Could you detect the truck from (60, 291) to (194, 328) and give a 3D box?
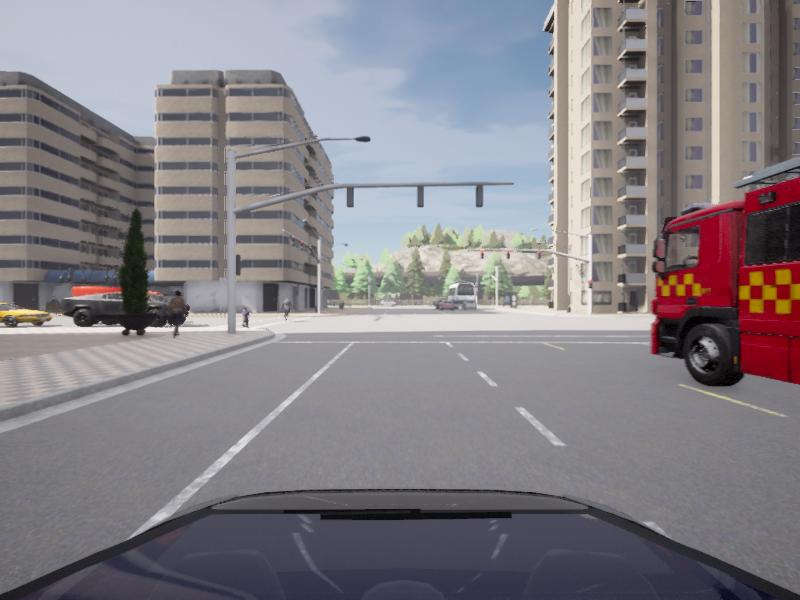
[{"bbox_3d":[-15.828,0.532,23.449,6.274,2.098,2.390,0,0,1],"label":"truck"}]

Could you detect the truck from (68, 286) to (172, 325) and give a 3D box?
[{"bbox_3d":[-18.732,0.345,26.993,5.204,2.467,2.627,0,0,1],"label":"truck"}]

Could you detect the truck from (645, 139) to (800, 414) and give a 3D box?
[{"bbox_3d":[7.007,-0.323,4.836,2.891,3.827,8.468,0,0,0],"label":"truck"}]

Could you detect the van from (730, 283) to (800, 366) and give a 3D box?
[{"bbox_3d":[10.500,0.594,9.418,1.775,1.987,4.442,0,0,0],"label":"van"}]

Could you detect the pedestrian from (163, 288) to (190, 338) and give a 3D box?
[{"bbox_3d":[-8.530,0.478,15.283,0.751,1.860,0.751,0,0,-14],"label":"pedestrian"}]

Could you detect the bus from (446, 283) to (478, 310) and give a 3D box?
[{"bbox_3d":[10.383,-0.564,68.755,3.944,4.253,10.273,0,0,0],"label":"bus"}]

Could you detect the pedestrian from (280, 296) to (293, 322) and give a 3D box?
[{"bbox_3d":[-8.197,0.625,28.915,0.751,1.860,0.751,0,0,4],"label":"pedestrian"}]

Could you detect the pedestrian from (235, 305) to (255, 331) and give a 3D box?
[{"bbox_3d":[-7.882,0.908,20.410,0.751,1.300,0.751,0,0,-3],"label":"pedestrian"}]

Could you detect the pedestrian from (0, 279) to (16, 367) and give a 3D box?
[{"bbox_3d":[-8.808,0.481,8.412,0.751,1.860,0.751,0,0,-1],"label":"pedestrian"}]

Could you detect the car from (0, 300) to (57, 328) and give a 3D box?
[{"bbox_3d":[-23.661,0.791,23.584,5.366,1.575,1.801,0,0,1],"label":"car"}]

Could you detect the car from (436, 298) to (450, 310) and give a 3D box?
[{"bbox_3d":[7.004,0.624,65.714,1.932,1.855,4.605,0,0,0],"label":"car"}]

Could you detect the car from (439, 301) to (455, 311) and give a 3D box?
[{"bbox_3d":[7.001,0.827,59.695,1.970,1.475,3.806,0,0,0],"label":"car"}]
